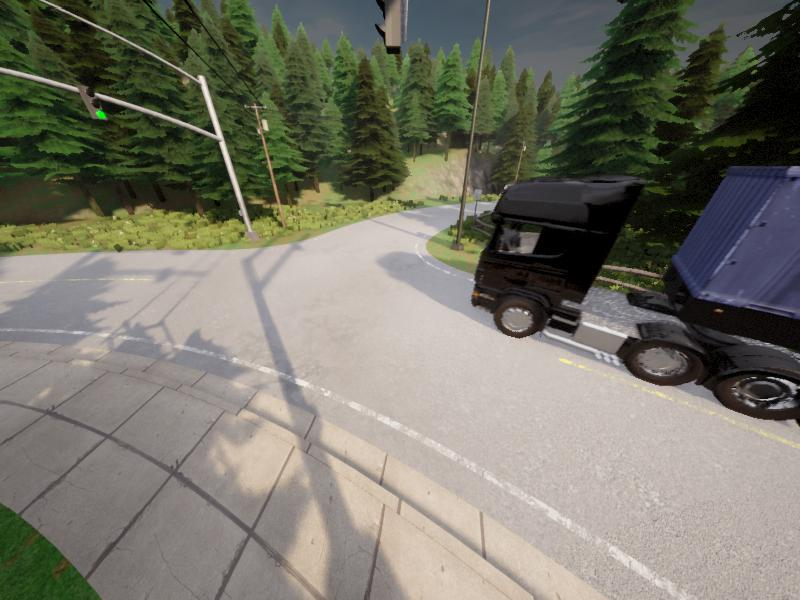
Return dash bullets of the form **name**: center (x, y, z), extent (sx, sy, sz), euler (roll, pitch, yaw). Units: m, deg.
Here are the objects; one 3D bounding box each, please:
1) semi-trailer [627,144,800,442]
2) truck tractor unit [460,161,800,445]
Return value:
- **semi-trailer**: center (11.616, 1.576, 1.159), extent (14.254, 4.402, 2.717), euler (22, 37, 33)
- **truck tractor unit**: center (5.371, -0.767, 5.413), extent (6.516, 4.208, 3.053), euler (19, 35, 29)
